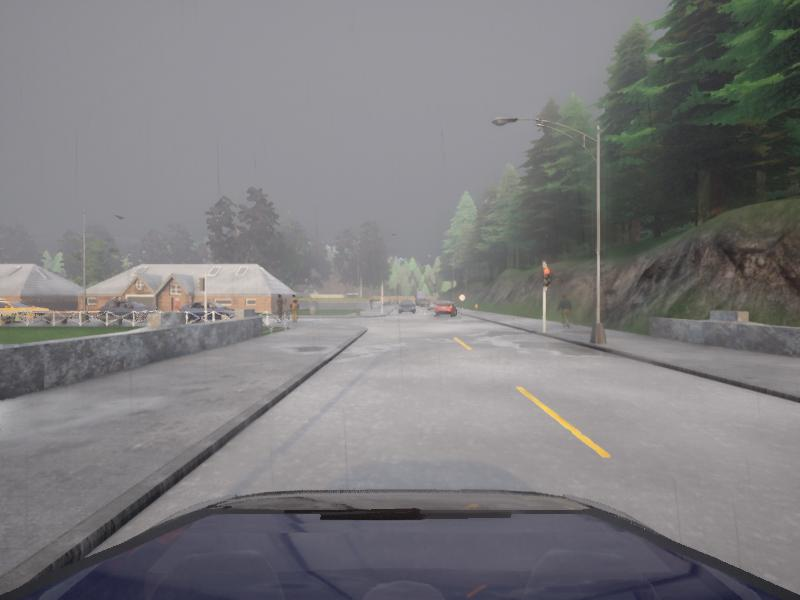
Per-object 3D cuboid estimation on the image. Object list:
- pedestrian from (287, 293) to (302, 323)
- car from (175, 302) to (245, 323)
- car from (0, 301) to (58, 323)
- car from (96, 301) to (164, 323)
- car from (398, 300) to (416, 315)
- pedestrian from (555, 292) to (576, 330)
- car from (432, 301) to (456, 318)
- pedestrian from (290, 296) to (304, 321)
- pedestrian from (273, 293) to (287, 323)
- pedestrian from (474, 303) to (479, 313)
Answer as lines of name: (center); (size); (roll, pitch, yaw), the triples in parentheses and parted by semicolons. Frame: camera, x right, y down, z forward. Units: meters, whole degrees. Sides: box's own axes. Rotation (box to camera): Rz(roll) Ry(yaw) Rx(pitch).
pedestrian: (-6.860, 0.514, 26.089); (0.751, 1.860, 0.751); (0, 0, -31)
car: (-13.480, 0.852, 28.555); (4.193, 1.474, 1.816); (0, 0, 1)
car: (-27.947, 0.821, 28.797); (5.008, 1.535, 1.882); (0, 0, 1)
car: (-19.241, 0.823, 28.650); (3.633, 1.501, 1.845); (0, 0, 1)
car: (0.798, 0.826, 46.090); (2.038, 1.542, 4.974); (0, 0, 1)
pedestrian: (8.360, 0.531, 20.198); (0.751, 1.860, 0.751); (0, 0, 2)
car: (4.288, 0.825, 38.257); (2.007, 1.525, 4.514); (0, 0, 9)
pedestrian: (-7.735, 0.635, 30.100); (0.751, 1.860, 0.751); (0, 0, 8)
pedestrian: (-7.743, 0.514, 25.819); (0.751, 1.860, 0.751); (0, 0, -3)
pedestrian: (8.699, 0.910, 45.533); (0.500, 1.100, 0.500); (0, 0, 8)
